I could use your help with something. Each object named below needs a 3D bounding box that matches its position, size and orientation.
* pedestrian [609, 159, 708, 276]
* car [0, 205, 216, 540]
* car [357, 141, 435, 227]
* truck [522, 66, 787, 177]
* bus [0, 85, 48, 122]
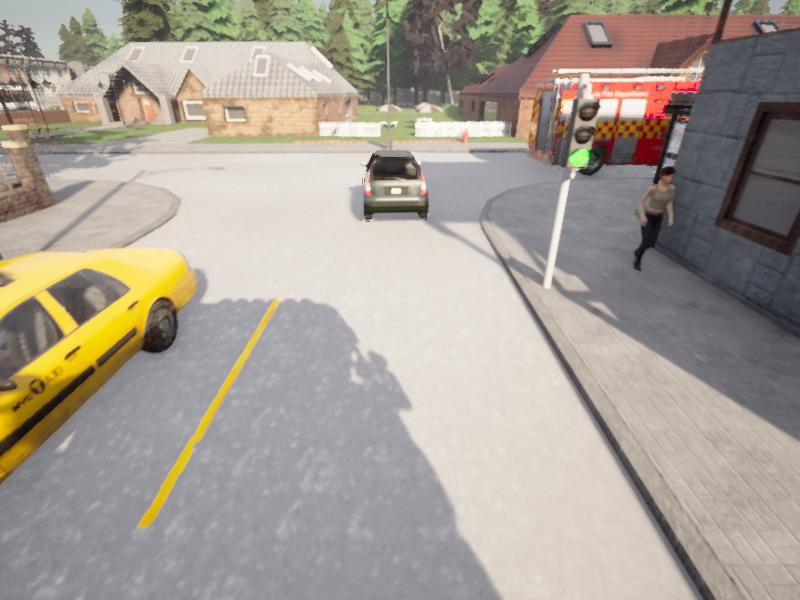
[{"bbox_3d":[4.385,-1.416,6.928,0.751,1.860,0.751,0,27,1],"label":"pedestrian"},{"bbox_3d":[-3.935,0.553,3.792,1.801,1.575,5.366,0,27,1],"label":"car"},{"bbox_3d":[-0.230,-3.527,11.603,1.851,1.617,3.988,-2,27,-4],"label":"car"},{"bbox_3d":[9.973,-7.449,16.683,8.468,3.827,2.891,-2,27,-3],"label":"truck"},{"bbox_3d":[-53.266,-25.932,52.765,3.944,4.253,10.273,0,27,0],"label":"bus"}]
